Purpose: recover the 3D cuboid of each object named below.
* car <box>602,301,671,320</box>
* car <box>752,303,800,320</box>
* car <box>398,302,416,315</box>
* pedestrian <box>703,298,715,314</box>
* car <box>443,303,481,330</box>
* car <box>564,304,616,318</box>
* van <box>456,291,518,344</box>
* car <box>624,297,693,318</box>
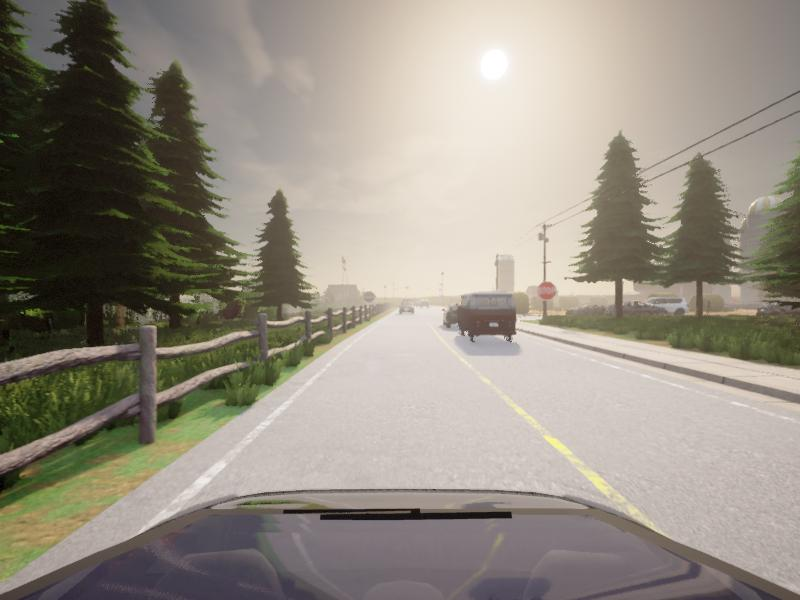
[{"bbox_3d":[21.476,0.936,36.492,5.027,1.651,2.152,0,0,-1],"label":"car"},{"bbox_3d":[35.639,1.007,36.732,4.792,1.488,2.163,0,0,-1],"label":"car"},{"bbox_3d":[0.840,1.001,49.334,2.128,1.511,4.902,0,0,1],"label":"car"},{"bbox_3d":[34.843,0.668,45.150,0.751,1.860,0.751,0,0,-8],"label":"pedestrian"},{"bbox_3d":[3.740,0.926,25.016,1.837,1.490,4.892,0,0,3],"label":"car"},{"bbox_3d":[18.875,1.074,39.873,4.181,1.385,1.994,0,0,-2],"label":"car"},{"bbox_3d":[3.556,0.653,17.164,1.775,1.987,4.442,0,0,1],"label":"van"},{"bbox_3d":[25.766,0.736,40.016,5.566,2.045,2.150,0,0,-1],"label":"car"}]
